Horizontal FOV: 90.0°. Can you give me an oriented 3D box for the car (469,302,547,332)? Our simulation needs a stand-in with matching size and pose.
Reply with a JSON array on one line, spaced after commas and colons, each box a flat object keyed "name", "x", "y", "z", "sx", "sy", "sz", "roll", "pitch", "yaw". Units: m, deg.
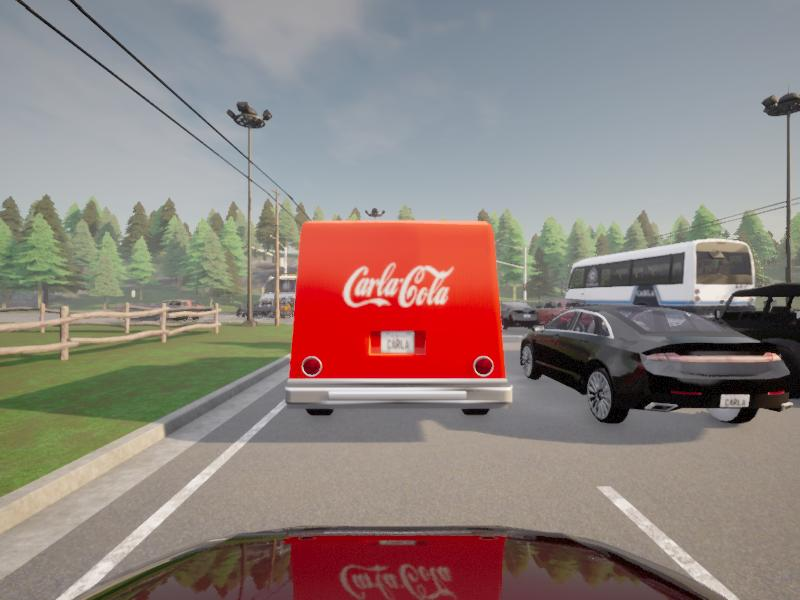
[{"name": "car", "x": 5.794, "y": 0.851, "z": 22.243, "sx": 2.163, "sy": 1.488, "sz": 4.792, "roll": 0, "pitch": 0, "yaw": -13}]

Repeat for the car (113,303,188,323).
[{"name": "car", "x": -17.680, "y": 0.907, "z": 28.468, "sx": 4.181, "sy": 1.385, "sz": 1.994, "roll": 0, "pitch": 0, "yaw": 3}]

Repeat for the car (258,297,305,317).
[{"name": "car", "x": -11.352, "y": 0.646, "z": 38.339, "sx": 3.866, "sy": 1.878, "sz": 1.905, "roll": 0, "pitch": 0, "yaw": 11}]

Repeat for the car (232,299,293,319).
[{"name": "car", "x": -12.002, "y": 0.756, "z": 35.069, "sx": 4.611, "sy": 1.667, "sz": 2.242, "roll": 0, "pitch": 0, "yaw": 10}]

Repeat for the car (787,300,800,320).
[{"name": "car", "x": 34.709, "y": 0.801, "z": 32.239, "sx": 5.366, "sy": 1.575, "sz": 1.801, "roll": 0, "pitch": 0, "yaw": 0}]

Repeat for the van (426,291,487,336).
[{"name": "van", "x": 2.731, "y": 0.599, "z": 20.329, "sx": 1.775, "sy": 1.987, "sz": 4.442, "roll": 0, "pitch": 0, "yaw": -10}]

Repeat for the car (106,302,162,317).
[{"name": "car", "x": -25.952, "y": 0.907, "z": 39.193, "sx": 4.181, "sy": 1.385, "sz": 1.994, "roll": 0, "pitch": 0, "yaw": 1}]

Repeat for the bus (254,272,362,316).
[{"name": "bus", "x": -9.447, "y": -0.536, "z": 41.636, "sx": 10.273, "sy": 4.253, "sz": 3.944, "roll": 0, "pitch": -1, "yaw": 14}]

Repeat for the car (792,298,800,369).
[{"name": "car", "x": 10.472, "y": 0.780, "z": 7.069, "sx": 2.152, "sy": 1.651, "sz": 5.027, "roll": 0, "pitch": 0, "yaw": 0}]

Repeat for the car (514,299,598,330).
[{"name": "car", "x": 9.071, "y": 0.757, "z": 23.743, "sx": 2.242, "sy": 1.667, "sz": 4.611, "roll": 0, "pitch": 0, "yaw": -17}]

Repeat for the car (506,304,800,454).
[{"name": "car", "x": 3.464, "y": 0.836, "z": 6.582, "sx": 2.128, "sy": 1.511, "sz": 4.902, "roll": 0, "pitch": 0, "yaw": 0}]

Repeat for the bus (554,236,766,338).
[{"name": "bus", "x": 13.057, "y": -0.533, "z": 22.031, "sx": 3.944, "sy": 4.253, "sz": 10.273, "roll": 0, "pitch": 0, "yaw": -8}]

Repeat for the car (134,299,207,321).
[{"name": "car", "x": -18.291, "y": 0.756, "z": 32.070, "sx": 4.611, "sy": 1.667, "sz": 2.242, "roll": 0, "pitch": 0, "yaw": 2}]

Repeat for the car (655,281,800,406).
[{"name": "car", "x": 6.960, "y": 0.646, "z": 7.490, "sx": 1.905, "sy": 1.878, "sz": 3.866, "roll": 0, "pitch": 0, "yaw": 0}]

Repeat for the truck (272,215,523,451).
[{"name": "truck", "x": -0.037, "y": 0.354, "z": 6.792, "sx": 2.627, "sy": 2.467, "sz": 5.204, "roll": 0, "pitch": 0, "yaw": 0}]
